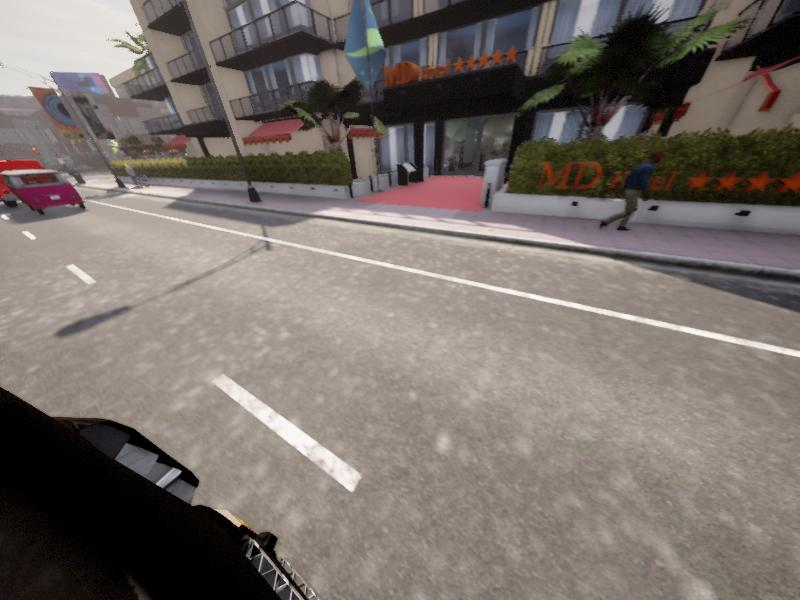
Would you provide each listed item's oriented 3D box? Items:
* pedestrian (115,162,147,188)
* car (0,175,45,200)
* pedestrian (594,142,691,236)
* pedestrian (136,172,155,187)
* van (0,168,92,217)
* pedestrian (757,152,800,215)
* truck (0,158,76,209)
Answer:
[{"bbox_3d":[-22.580,-10.505,19.446,0.751,1.860,0.751,7,35,14],"label":"pedestrian"},{"bbox_3d":[-31.249,-9.132,18.665,3.806,1.475,1.970,16,38,26],"label":"car"},{"bbox_3d":[5.519,-2.570,5.437,0.751,1.860,0.751,11,36,19],"label":"pedestrian"},{"bbox_3d":[-22.335,-10.626,20.300,0.500,1.100,0.500,-2,33,1],"label":"pedestrian"},{"bbox_3d":[-19.451,-5.964,12.570,4.442,1.987,1.775,16,38,26],"label":"van"},{"bbox_3d":[11.152,-3.351,6.210,0.751,1.860,0.751,15,37,25],"label":"pedestrian"},{"bbox_3d":[-24.918,-7.730,15.187,5.204,2.467,2.627,16,38,26],"label":"truck"}]
